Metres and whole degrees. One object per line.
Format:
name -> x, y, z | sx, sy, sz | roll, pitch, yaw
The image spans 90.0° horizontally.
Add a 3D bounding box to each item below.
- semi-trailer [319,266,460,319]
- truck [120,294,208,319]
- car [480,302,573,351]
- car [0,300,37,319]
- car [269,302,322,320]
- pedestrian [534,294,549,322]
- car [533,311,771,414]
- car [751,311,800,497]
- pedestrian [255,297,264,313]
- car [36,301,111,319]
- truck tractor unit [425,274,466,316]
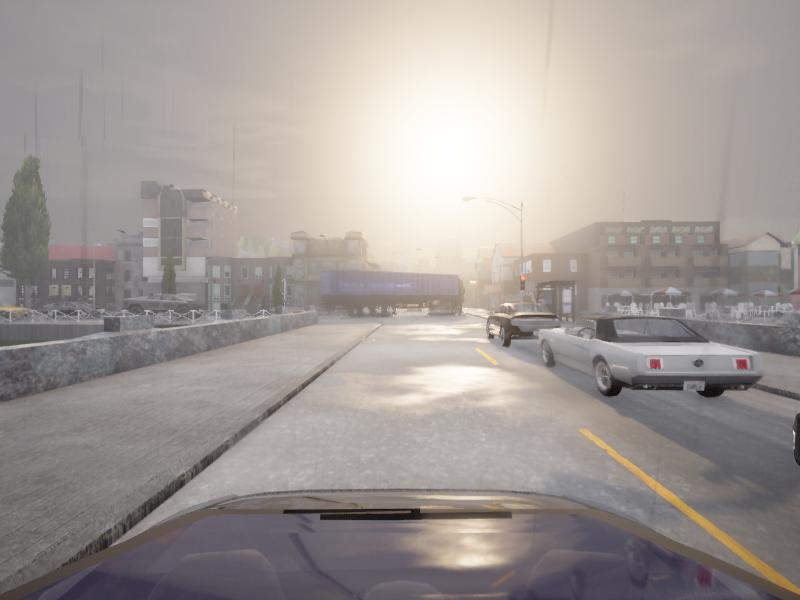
semi-trailer -> -0.478, -0.622, 37.969 | 14.254, 4.402, 2.717 | 0, 0, -35
truck -> -20.415, 0.542, 34.832 | 6.274, 2.098, 2.390 | 0, 0, 2
car -> 4.438, 0.836, 14.911 | 2.128, 1.511, 4.902 | 0, 0, 3
car -> -35.539, 0.801, 35.340 | 5.366, 1.575, 1.801 | 0, 0, 2
car -> -8.830, 0.919, 34.153 | 4.181, 1.385, 1.994 | -1, 0, -7
pedestrian -> 9.503, 0.533, 26.899 | 0.751, 1.860, 0.751 | 0, 0, -4
car -> 4.303, 0.944, 7.966 | 1.895, 1.301, 4.718 | 0, 0, 2
car -> 4.079, 0.844, 1.222 | 1.837, 1.490, 4.892 | 0, 0, 2
pedestrian -> -15.837, 0.547, 45.164 | 0.751, 1.860, 0.751 | 0, 0, 0
car -> -28.550, 0.836, 35.105 | 4.902, 1.511, 2.128 | 0, 0, 2
truck tractor unit -> 5.052, -0.526, 43.224 | 3.053, 4.208, 6.516 | 0, 0, 19
